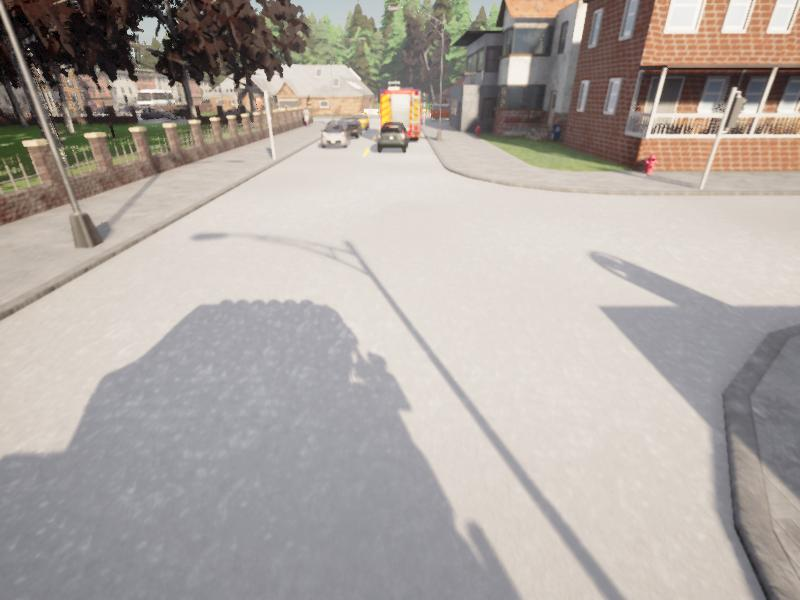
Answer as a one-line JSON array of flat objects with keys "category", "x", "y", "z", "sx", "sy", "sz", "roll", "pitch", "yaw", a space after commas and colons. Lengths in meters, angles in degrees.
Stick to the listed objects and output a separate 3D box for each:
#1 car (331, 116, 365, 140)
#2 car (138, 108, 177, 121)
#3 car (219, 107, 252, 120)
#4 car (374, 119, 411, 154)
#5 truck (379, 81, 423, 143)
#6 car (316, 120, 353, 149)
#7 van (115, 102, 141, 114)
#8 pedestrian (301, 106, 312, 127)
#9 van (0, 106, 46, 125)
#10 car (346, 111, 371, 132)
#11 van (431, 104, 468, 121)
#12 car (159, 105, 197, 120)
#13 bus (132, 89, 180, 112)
[{"category": "car", "x": -4.055, "y": -13.857, "z": 32.105, "sx": 2.033, "sy": 1.411, "sz": 5.357, "roll": 0, "pitch": 27, "yaw": -1}, {"category": "car", "x": -31.281, "y": -23.988, "z": 51.711, "sx": 3.633, "sy": 1.501, "sz": 1.845, "roll": 0, "pitch": 26, "yaw": 0}, {"category": "car", "x": -22.713, "y": -25.793, "z": 55.234, "sx": 3.633, "sy": 1.501, "sz": 1.845, "roll": 0, "pitch": 27, "yaw": 0}, {"category": "car", "x": -0.376, "y": -9.984, "z": 24.321, "sx": 1.851, "sy": 1.617, "sz": 3.988, "roll": 2, "pitch": 27, "yaw": 3}, {"category": "truck", "x": 0.035, "y": -14.596, "z": 30.875, "sx": 2.891, "sy": 3.827, "sz": 8.468, "roll": 0, "pitch": 27, "yaw": 0}, {"category": "car", "x": -4.167, "y": -10.852, "z": 26.104, "sx": 1.845, "sy": 1.501, "sz": 3.633, "roll": -1, "pitch": 27, "yaw": -1}, {"category": "van", "x": -53.312, "y": -37.682, "z": 78.445, "sx": 1.775, "sy": 1.987, "sz": 4.442, "roll": 0, "pitch": 27, "yaw": 0}, {"category": "pedestrian", "x": -9.361, "y": -18.304, "z": 39.988, "sx": 0.751, "sy": 1.860, "sz": 0.751, "roll": 0, "pitch": 27, "yaw": 0}, {"category": "van", "x": -47.850, "y": -23.152, "z": 50.083, "sx": 2.069, "sy": 2.038, "sz": 4.480, "roll": 18, "pitch": 32, "yaw": 31}, {"category": "car", "x": -3.927, "y": -17.300, "z": 38.606, "sx": 1.801, "sy": 1.575, "sz": 5.366, "roll": 0, "pitch": 27, "yaw": 1}, {"category": "van", "x": 6.275, "y": -24.189, "z": 51.558, "sx": 4.442, "sy": 1.987, "sz": 1.775, "roll": 0, "pitch": 27, "yaw": 0}, {"category": "car", "x": -30.444, "y": -25.808, "z": 55.012, "sx": 3.866, "sy": 1.878, "sz": 1.905, "roll": 0, "pitch": 27, "yaw": 0}, {"category": "bus", "x": -53.168, "y": -43.715, "z": 87.707, "sx": 3.944, "sy": 4.253, "sz": 10.273, "roll": 0, "pitch": 27, "yaw": 0}]
